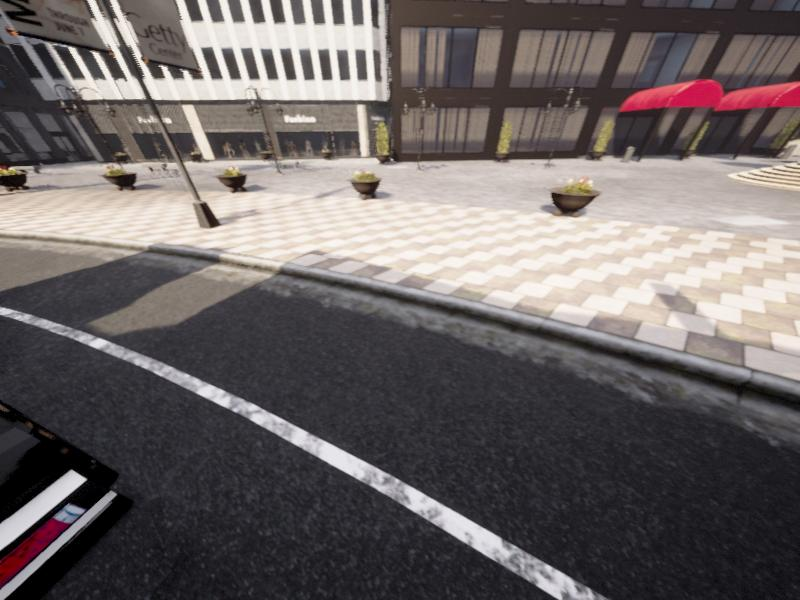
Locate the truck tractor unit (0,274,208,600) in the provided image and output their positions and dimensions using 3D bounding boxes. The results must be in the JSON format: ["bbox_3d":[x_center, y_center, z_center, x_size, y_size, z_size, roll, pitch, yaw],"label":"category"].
[{"bbox_3d":[-5.269,-0.101,0.519,6.516,4.208,3.053,11,36,16],"label":"truck tractor unit"}]
